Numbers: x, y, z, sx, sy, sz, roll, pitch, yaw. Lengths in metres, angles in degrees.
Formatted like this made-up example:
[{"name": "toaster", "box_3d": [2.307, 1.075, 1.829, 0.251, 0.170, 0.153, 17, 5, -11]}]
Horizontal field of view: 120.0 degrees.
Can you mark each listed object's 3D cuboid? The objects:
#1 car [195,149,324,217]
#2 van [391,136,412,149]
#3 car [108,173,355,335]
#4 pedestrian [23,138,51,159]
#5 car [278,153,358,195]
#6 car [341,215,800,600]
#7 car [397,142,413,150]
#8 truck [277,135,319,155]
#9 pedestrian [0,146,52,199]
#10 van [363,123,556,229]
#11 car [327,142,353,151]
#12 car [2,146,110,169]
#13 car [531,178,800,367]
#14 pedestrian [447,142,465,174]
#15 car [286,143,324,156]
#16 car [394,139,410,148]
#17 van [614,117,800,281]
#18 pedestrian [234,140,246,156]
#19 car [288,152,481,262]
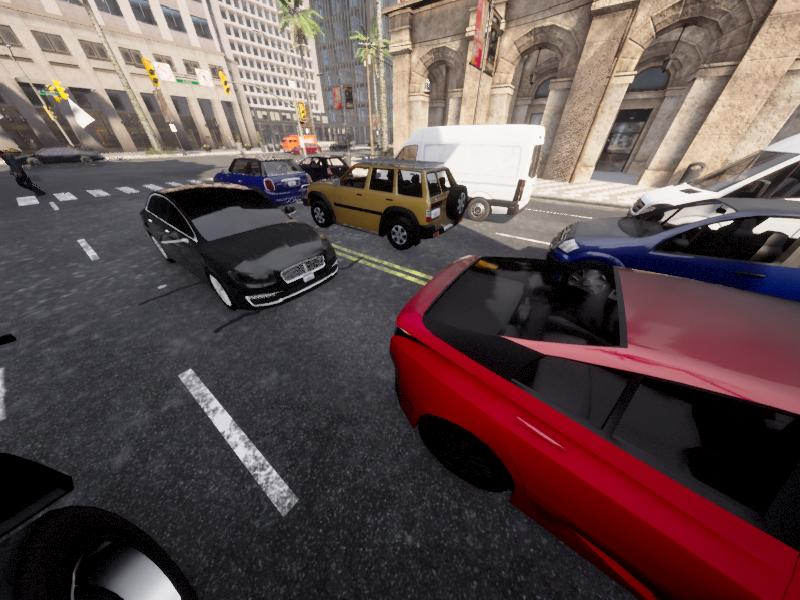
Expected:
[{"name": "car", "box_3d": [-5.533, -4.810, 9.148, 4.553, 1.767, 2.097, 22, 41, 28]}, {"name": "van", "box_3d": [0.346, -38.733, 56.666, 1.988, 2.561, 5.915, 23, 41, 28]}, {"name": "car", "box_3d": [-3.375, -1.376, 4.549, 4.892, 1.490, 1.837, 23, 41, 28]}, {"name": "pedestrian", "box_3d": [-38.692, -16.130, 24.624, 0.751, 1.860, 0.751, 21, 40, 27]}, {"name": "car", "box_3d": [-4.217, -6.632, 11.973, 3.633, 1.501, 1.845, 23, 41, 28]}, {"name": "car", "box_3d": [2.078, 0.865, 1.377, 4.514, 1.525, 2.007, 22, 41, 28]}, {"name": "car", "box_3d": [1.157, -35.415, 52.994, 1.970, 1.475, 3.806, 23, 41, 28]}, {"name": "truck", "box_3d": [-16.363, -25.234, 37.472, 2.627, 2.467, 5.204, 22, 41, 28]}, {"name": "pedestrian", "box_3d": [-16.179, -5.394, 9.803, 0.751, 1.860, 0.751, 25, 42, 30]}, {"name": "van", "box_3d": [1.654, -4.658, 8.337, 5.915, 2.561, 1.988, 22, 41, 28]}, {"name": "car", "box_3d": [-12.210, -31.346, 47.049, 2.163, 1.488, 4.792, 22, 41, 28]}, {"name": "car", "box_3d": [-30.922, -13.050, 21.018, 2.033, 1.411, 5.357, 22, 41, 28]}, {"name": "car", "box_3d": [4.548, -0.620, 3.433, 3.988, 1.617, 1.851, 22, 41, 28]}, {"name": "pedestrian", "box_3d": [3.854, -9.788, 15.917, 0.751, 1.860, 0.751, 20, 40, 25]}, {"name": "car", "box_3d": [-14.298, -23.014, 35.203, 2.163, 1.488, 4.792, 22, 41, 28]}, {"name": "car", "box_3d": [0.576, -41.714, 61.589, 2.185, 1.767, 4.553, 22, 41, 28]}, {"name": "van", "box_3d": [8.506, -1.849, 4.395, 5.915, 2.561, 1.988, 22, 41, 28]}, {"name": "pedestrian", "box_3d": [-22.370, -21.261, 32.287, 0.751, 1.860, 0.751, -23, 41, -29]}, {"name": "car", "box_3d": [-0.575, -2.831, 6.299, 4.605, 1.855, 1.932, 22, 41, 28]}]
